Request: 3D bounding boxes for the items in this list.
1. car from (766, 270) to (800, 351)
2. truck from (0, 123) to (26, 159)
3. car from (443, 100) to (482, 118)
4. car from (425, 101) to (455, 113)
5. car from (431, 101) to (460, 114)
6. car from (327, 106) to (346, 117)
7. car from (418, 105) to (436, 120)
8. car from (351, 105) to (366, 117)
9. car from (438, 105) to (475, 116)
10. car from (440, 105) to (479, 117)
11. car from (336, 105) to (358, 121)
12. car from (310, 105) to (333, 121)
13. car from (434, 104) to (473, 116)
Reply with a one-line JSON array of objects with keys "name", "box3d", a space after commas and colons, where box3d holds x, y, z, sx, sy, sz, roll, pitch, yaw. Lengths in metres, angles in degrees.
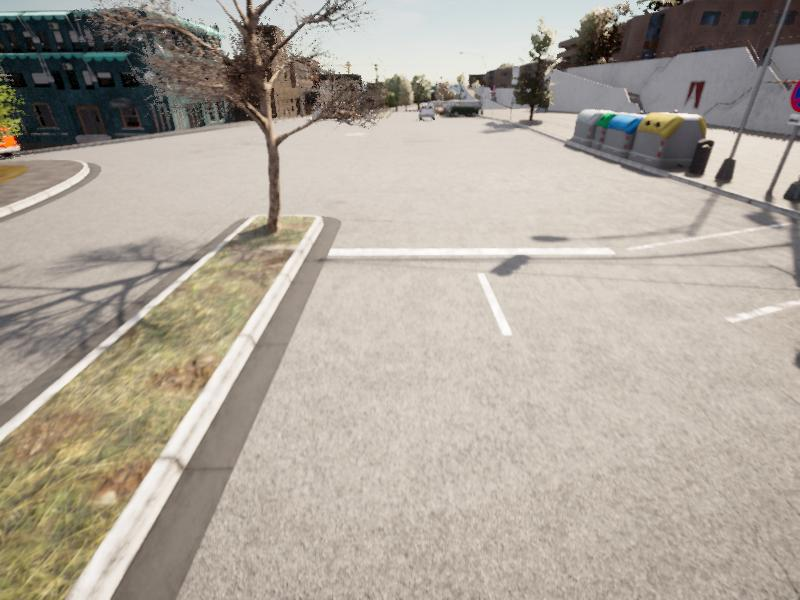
[{"name": "car", "box3d": [7.897, -0.182, 5.155, 5.366, 1.575, 1.946, -9, 29, -18]}, {"name": "truck", "box3d": [-33.862, -12.350, 31.806, 5.204, 2.467, 2.627, -3, 28, 7]}, {"name": "car", "box3d": [7.955, -24.570, 51.433, 4.442, 1.987, 1.878, -9, 28, -18]}, {"name": "car", "box3d": [8.086, -39.038, 80.889, 5.566, 2.045, 2.435, -9, 27, -18]}, {"name": "car", "box3d": [7.955, -33.753, 70.149, 4.442, 1.987, 1.878, -9, 28, -18]}, {"name": "car", "box3d": [-8.879, -26.549, 56.309, 1.994, 1.385, 4.181, 0, 26, 0]}, {"name": "car", "box3d": [2.983, -21.217, 45.187, 1.845, 1.501, 3.633, -1, 26, 0]}, {"name": "car", "box3d": [-5.879, -26.999, 57.079, 1.816, 1.474, 4.193, 0, 26, 0]}, {"name": "car", "box3d": [8.064, -26.972, 56.936, 4.674, 1.452, 2.002, -9, 28, -18]}, {"name": "car", "box3d": [8.057, -25.663, 54.266, 4.674, 1.452, 2.002, -9, 27, -18]}, {"name": "car", "box3d": [-5.874, -21.034, 44.930, 1.882, 1.535, 5.008, 0, 27, 0]}, {"name": "car", "box3d": [-8.871, -21.396, 45.687, 1.845, 1.501, 3.633, 0, 27, 0]}, {"name": "car", "box3d": [7.888, -28.296, 59.532, 5.366, 1.575, 1.946, -9, 28, -18]}]
